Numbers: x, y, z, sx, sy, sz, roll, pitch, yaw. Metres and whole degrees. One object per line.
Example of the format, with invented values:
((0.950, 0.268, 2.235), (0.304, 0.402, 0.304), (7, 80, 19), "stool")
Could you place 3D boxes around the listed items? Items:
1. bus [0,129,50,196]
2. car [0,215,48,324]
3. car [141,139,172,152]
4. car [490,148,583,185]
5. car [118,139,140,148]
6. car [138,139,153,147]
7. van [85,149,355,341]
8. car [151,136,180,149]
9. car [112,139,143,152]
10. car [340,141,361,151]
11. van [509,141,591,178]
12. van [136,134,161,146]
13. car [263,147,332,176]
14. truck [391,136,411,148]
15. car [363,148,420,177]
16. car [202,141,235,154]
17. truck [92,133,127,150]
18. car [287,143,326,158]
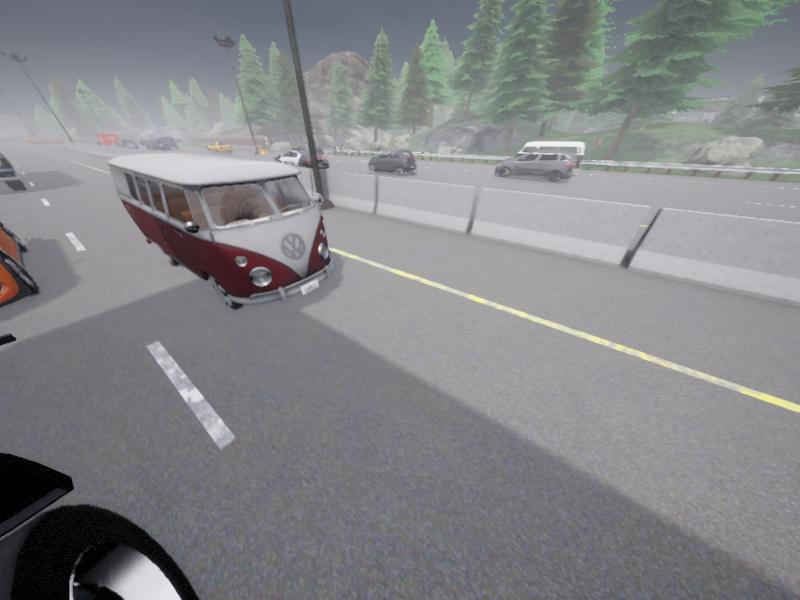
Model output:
((-21.861, -7.603, 10.774), (10.273, 4.253, 3.944), (22, 40, 28), "bus")
((-7.968, -0.845, 3.463), (4.553, 1.767, 2.097), (22, 41, 28), "car")
((-42.819, -27.261, 40.668), (4.611, 1.667, 2.242), (22, 41, 28), "car")
((8.712, -8.763, 14.960), (4.611, 1.667, 2.242), (22, 41, 28), "car")
((-57.630, -33.257, 49.086), (5.366, 1.575, 1.801), (23, 41, 29), "car")
((-60.854, -37.554, 55.174), (1.837, 1.490, 4.892), (-28, 44, -34), "car")
((-3.160, -1.426, 4.164), (4.442, 1.987, 1.775), (23, 41, 27), "van")
((-47.305, -31.710, 46.570), (5.566, 2.045, 2.150), (22, 41, 28), "car")
((-46.151, -26.158, 39.066), (4.856, 1.649, 2.033), (22, 41, 28), "car")
((-9.666, -30.081, 45.062), (1.789, 1.549, 3.705), (21, 40, 27), "car")
((10.946, -10.467, 17.074), (4.480, 2.038, 2.069), (22, 41, 28), "van")
((-67.267, -42.944, 61.936), (2.351, 2.431, 6.366), (-16, 38, -22), "van")
((-7.692, -10.480, 17.342), (4.974, 1.542, 2.038), (22, 41, 28), "car")
((0.278, -39.168, 57.244), (2.627, 2.467, 5.204), (20, 40, 26), "truck")
((-0.615, -10.052, 16.813), (3.633, 1.501, 1.845), (22, 41, 28), "car")
((-28.152, -23.744, 35.880), (5.366, 1.575, 1.801), (22, 41, 28), "car")
((-55.373, -30.246, 44.038), (5.204, 2.467, 2.627), (22, 41, 28), "truck")
((-12.356, -19.822, 30.531), (4.974, 1.542, 2.038), (24, 41, 30), "car")
